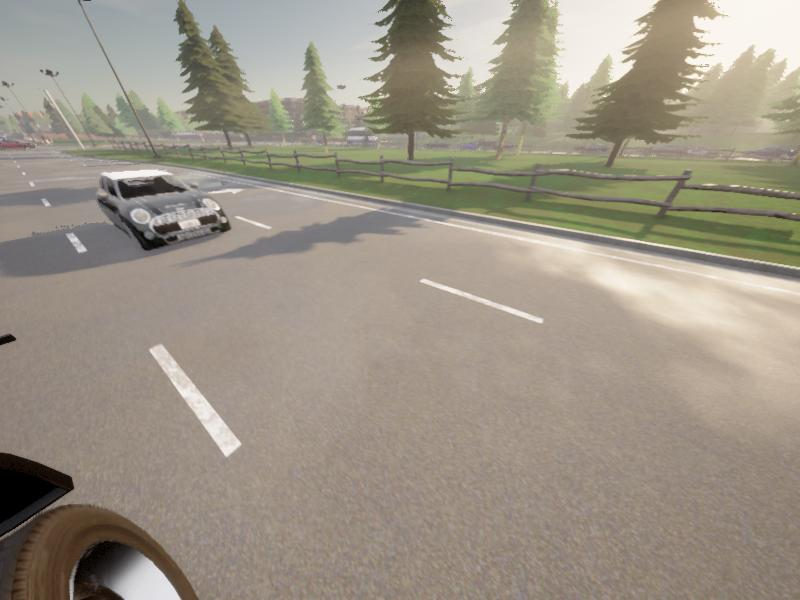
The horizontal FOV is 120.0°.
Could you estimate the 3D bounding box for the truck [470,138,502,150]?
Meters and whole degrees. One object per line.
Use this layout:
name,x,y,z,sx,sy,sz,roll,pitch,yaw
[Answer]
truck,20.455,-37.321,55.144,6.274,2.098,2.390,22,41,28

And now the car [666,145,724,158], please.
car,44.141,-22.402,34.748,4.974,1.542,2.038,22,41,28

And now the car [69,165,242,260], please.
car,-6.520,-2.592,6.228,3.806,1.475,1.970,22,41,28

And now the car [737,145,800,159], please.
car,55.846,-22.524,35.043,5.008,1.535,1.882,22,41,28

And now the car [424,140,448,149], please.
car,8.453,-37.130,55.152,5.238,1.638,1.930,22,41,28

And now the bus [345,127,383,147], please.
bus,-10.173,-45.779,64.946,10.273,4.253,3.944,22,41,28

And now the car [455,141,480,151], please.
car,14.122,-32.281,48.442,4.514,1.525,2.007,22,41,28

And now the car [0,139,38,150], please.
car,-68.595,-27.468,40.816,2.163,1.488,4.792,23,41,28

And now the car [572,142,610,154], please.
car,35.535,-28.455,43.144,5.238,1.638,1.930,22,41,28

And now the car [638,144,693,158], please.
car,39.018,-22.076,34.157,4.856,1.649,2.033,22,41,28

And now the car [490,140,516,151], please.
car,22.433,-33.941,50.581,4.605,1.855,1.932,23,41,27

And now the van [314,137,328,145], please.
van,-26.794,-54.247,78.731,4.442,1.987,1.775,22,41,28

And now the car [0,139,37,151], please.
car,-65.680,-26.384,39.202,1.851,1.617,3.988,23,41,28
